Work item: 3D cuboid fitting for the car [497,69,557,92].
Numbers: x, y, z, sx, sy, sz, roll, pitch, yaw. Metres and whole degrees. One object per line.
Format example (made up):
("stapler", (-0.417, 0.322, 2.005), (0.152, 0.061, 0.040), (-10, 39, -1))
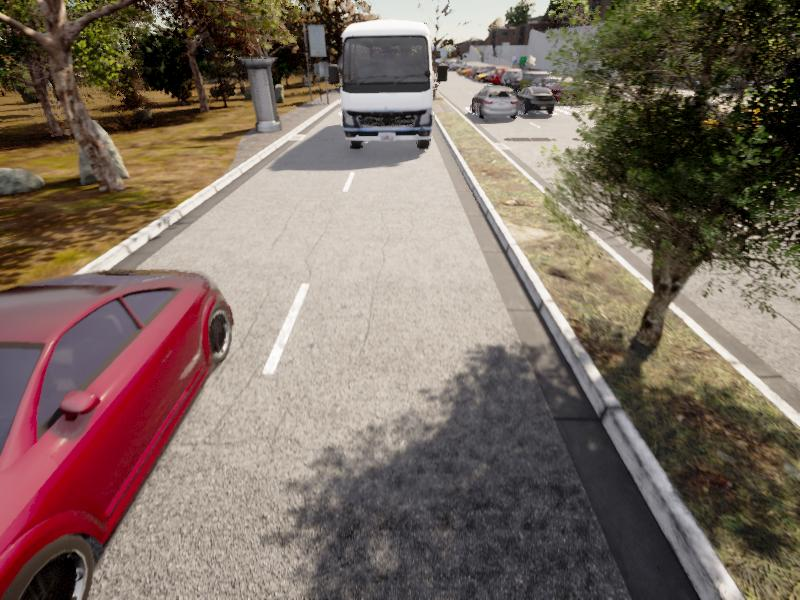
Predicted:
("car", (13.871, -24.068, 43.815), (5.566, 2.045, 2.435), (-10, 33, -17))

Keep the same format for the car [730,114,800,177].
("car", (13.858, -5.220, 13.217), (4.674, 1.452, 2.002), (-10, 33, -17))

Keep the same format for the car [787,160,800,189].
("car", (13.828, -3.911, 10.480), (5.566, 2.045, 2.435), (-10, 33, -17))

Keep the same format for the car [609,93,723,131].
("car", (13.838, -9.879, 20.913), (4.792, 1.488, 2.163), (-10, 33, -17))

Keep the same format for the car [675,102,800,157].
("car", (14.028, -6.840, 15.828), (5.366, 1.575, 1.946), (-10, 32, -17))

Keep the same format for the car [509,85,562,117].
("car", (8.804, -13.268, 26.478), (1.837, 1.490, 4.892), (0, 31, 0))

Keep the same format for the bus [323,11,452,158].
("bus", (-0.181, -9.568, 17.699), (3.944, 4.253, 10.273), (0, 31, 2))

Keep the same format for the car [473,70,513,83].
("car", (13.740, -33.139, 59.193), (5.366, 1.575, 1.946), (-10, 33, -17))

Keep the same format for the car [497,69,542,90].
("car", (13.791, -25.577, 46.354), (4.442, 1.987, 1.878), (-10, 33, -17))

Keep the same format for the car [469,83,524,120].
("car", (5.793, -12.312, 24.727), (2.242, 1.667, 4.611), (0, 31, 0))

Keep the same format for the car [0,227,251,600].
("car", (-2.989, 0.811, 3.192), (1.994, 1.385, 4.181), (0, 31, 0))

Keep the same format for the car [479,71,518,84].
("car", (13.881, -31.579, 56.715), (4.792, 1.488, 2.163), (-10, 33, -17))

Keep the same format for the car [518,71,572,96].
("car", (13.998, -20.986, 38.775), (4.442, 1.987, 1.878), (-10, 33, -17))

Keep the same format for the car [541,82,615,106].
("car", (13.851, -16.096, 31.184), (4.792, 1.488, 2.163), (-10, 33, -17))

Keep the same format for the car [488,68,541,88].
("car", (13.929, -27.173, 48.945), (5.566, 2.045, 2.435), (-10, 33, -17))

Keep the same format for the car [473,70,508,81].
("car", (13.942, -34.715, 61.826), (4.792, 1.488, 2.163), (-10, 33, -17))

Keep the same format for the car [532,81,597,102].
("car", (13.875, -17.649, 33.772), (4.674, 1.452, 2.002), (-10, 33, -17))

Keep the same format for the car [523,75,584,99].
("car", (13.855, -19.330, 36.229), (4.553, 1.767, 2.185), (-10, 33, -17))

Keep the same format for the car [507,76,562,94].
("car", (13.883, -22.315, 41.406), (4.892, 1.521, 2.231), (-10, 33, -17))
